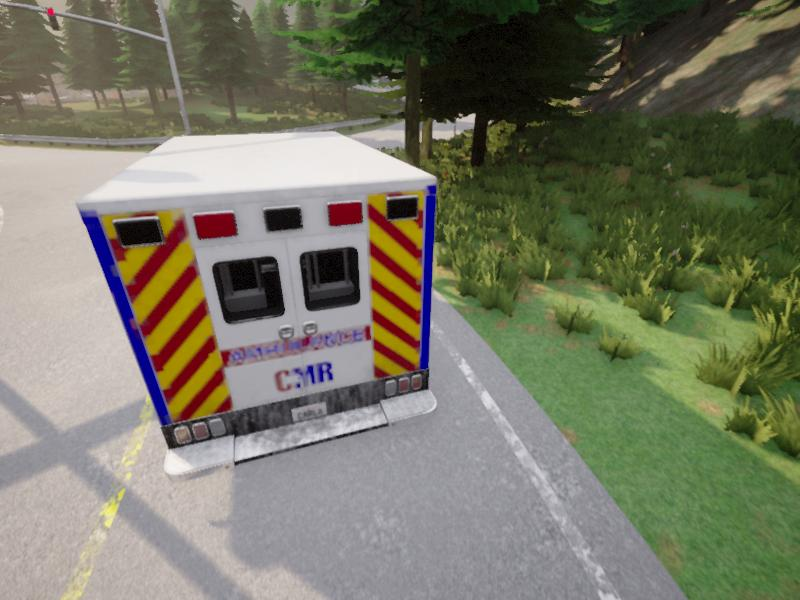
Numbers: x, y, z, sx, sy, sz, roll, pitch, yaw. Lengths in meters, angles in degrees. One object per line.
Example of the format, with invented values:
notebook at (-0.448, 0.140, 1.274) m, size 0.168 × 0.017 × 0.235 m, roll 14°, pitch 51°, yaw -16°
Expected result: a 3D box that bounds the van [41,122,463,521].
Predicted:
van at (-1.727, -0.919, 5.574) m, size 2.351 × 2.431 × 6.366 m, roll -9°, pitch 29°, yaw -17°
